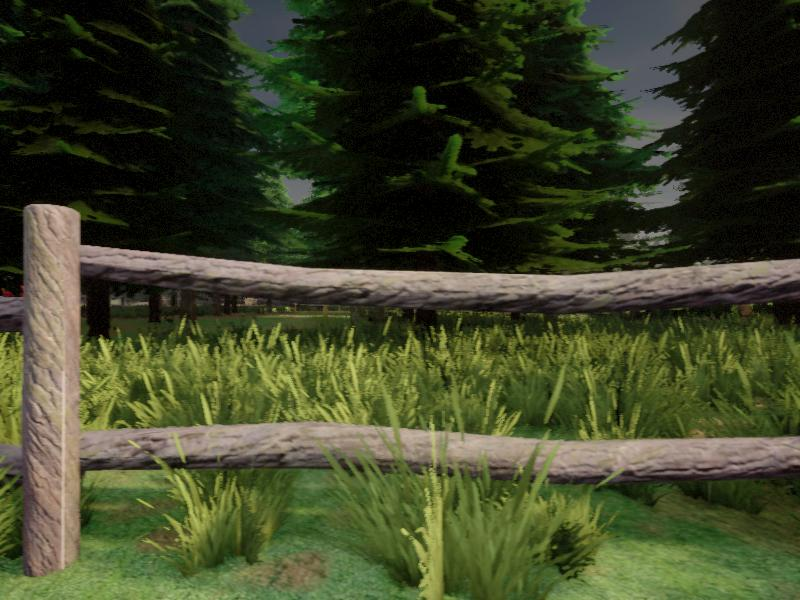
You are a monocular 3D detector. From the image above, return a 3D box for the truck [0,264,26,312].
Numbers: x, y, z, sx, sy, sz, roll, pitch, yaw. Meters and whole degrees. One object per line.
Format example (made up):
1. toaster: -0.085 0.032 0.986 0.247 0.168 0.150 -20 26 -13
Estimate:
1. truck: -34.982 -0.962 31.231 8.468 3.827 2.891 0 0 -43
